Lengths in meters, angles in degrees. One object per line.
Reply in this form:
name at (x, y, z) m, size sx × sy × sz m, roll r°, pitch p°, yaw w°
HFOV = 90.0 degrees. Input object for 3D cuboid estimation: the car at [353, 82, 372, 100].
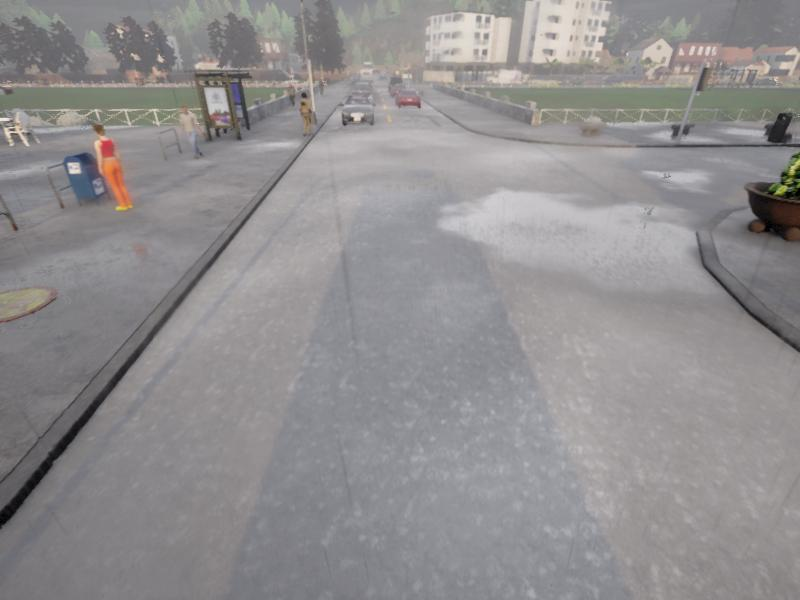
car at (-3.904, -22.123, 42.351) m, size 1.837 × 1.490 × 4.892 m, roll -2°, pitch 30°, yaw -3°

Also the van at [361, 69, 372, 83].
van at (-7.090, -47.620, 85.020) m, size 2.351 × 2.431 × 6.366 m, roll -2°, pitch 30°, yaw -3°

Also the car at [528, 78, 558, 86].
car at (26.048, -39.831, 73.059) m, size 4.718 × 1.301 × 1.895 m, roll -2°, pitch 30°, yaw -3°

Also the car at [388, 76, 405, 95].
car at (-0.518, -27.209, 50.680) m, size 1.905 × 1.878 × 3.866 m, roll -2°, pitch 30°, yaw -3°

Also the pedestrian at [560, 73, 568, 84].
pedestrian at (31.830, -42.908, 77.550) m, size 0.751 × 1.860 × 0.751 m, roll -3°, pitch 30°, yaw -5°

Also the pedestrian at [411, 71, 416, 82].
pedestrian at (2.851, -47.329, 84.695) m, size 0.751 × 1.860 × 0.751 m, roll -2°, pitch 30°, yaw -4°

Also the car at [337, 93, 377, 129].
car at (-2.522, -11.538, 24.230) m, size 2.128 × 1.511 × 4.902 m, roll -2°, pitch 30°, yaw -3°

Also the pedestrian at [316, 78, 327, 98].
pedestrian at (-8.117, -21.995, 41.481) m, size 0.751 × 1.860 × 0.751 m, roll 4°, pitch 31°, yaw 7°

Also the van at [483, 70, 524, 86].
van at (18.656, -40.108, 72.357) m, size 6.366 × 2.431 × 2.351 m, roll -2°, pitch 30°, yaw -3°

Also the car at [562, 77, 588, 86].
car at (32.075, -40.082, 73.352) m, size 3.806 × 1.475 × 1.970 m, roll -2°, pitch 30°, yaw -3°

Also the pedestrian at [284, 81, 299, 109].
pedestrian at (-8.330, -15.785, 30.857) m, size 0.751 × 1.860 × 0.751 m, roll -1°, pitch 30°, yaw -3°

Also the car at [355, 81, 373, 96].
car at (-4.458, -26.318, 49.620) m, size 2.033 × 1.411 × 5.357 m, roll -2°, pitch 30°, yaw -3°

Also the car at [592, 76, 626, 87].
car at (38.438, -40.336, 73.676) m, size 4.856 × 1.649 × 2.033 m, roll -2°, pitch 30°, yaw -3°

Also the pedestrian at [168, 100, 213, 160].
pedestrian at (-7.309, -5.945, 14.029) m, size 0.751 × 1.860 × 0.751 m, roll 1°, pitch 30°, yaw 2°

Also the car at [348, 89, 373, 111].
car at (-3.210, -16.574, 33.057) m, size 1.895 × 1.301 × 4.718 m, roll -2°, pitch 30°, yaw -3°

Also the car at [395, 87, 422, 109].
car at (0.675, -17.588, 34.746) m, size 1.994 × 1.385 × 4.181 m, roll -2°, pitch 30°, yaw -3°

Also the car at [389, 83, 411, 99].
car at (-0.045, -23.384, 44.659) m, size 1.994 × 1.385 × 4.181 m, roll -3°, pitch 30°, yaw -5°

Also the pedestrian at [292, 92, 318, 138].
pedestrian at (-4.388, -8.601, 18.593) m, size 0.751 × 1.860 × 0.751 m, roll 7°, pitch 31°, yaw 12°

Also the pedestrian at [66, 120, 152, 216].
pedestrian at (-6.401, -2.936, 8.887) m, size 0.751 × 1.860 × 0.751 m, roll 13°, pitch 33°, yaw 21°
